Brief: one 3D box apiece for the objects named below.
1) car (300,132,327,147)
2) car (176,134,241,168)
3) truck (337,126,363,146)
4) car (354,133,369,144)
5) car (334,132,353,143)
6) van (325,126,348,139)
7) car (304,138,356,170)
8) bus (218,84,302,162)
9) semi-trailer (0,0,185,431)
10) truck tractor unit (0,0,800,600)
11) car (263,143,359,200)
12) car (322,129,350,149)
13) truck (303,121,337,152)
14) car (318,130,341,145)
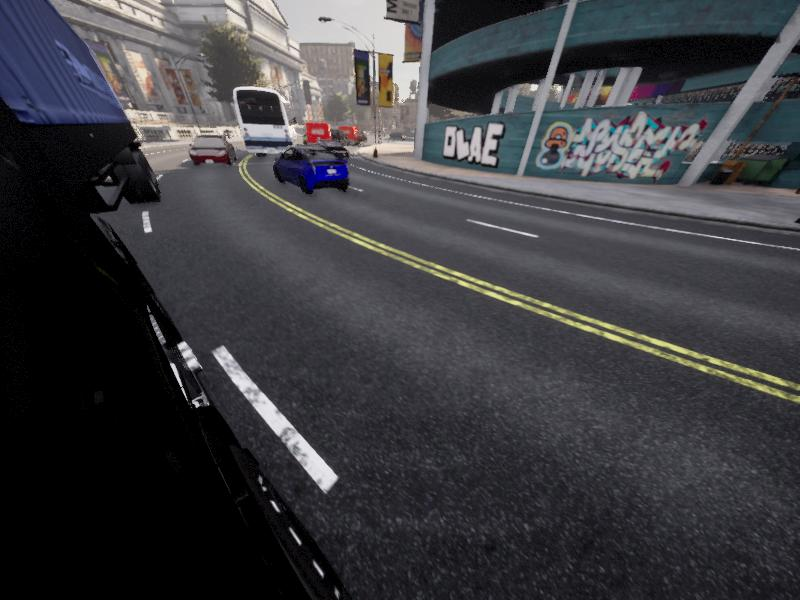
[{"bbox_3d":[-12.133,-22.780,32.723,2.007,1.525,4.514,4,36,1],"label":"car"},{"bbox_3d":[-11.949,-9.654,14.850,2.163,1.488,4.792,-13,39,-20],"label":"car"},{"bbox_3d":[-7.966,-26.895,37.819,2.627,2.467,5.204,6,36,4],"label":"truck"},{"bbox_3d":[-7.178,-30.448,43.498,1.789,1.549,3.705,6,36,4],"label":"car"},{"bbox_3d":[-10.637,-30.903,43.914,2.007,1.525,4.514,6,36,4],"label":"car"},{"bbox_3d":[-15.344,-40.797,56.350,2.351,2.431,6.366,11,37,11],"label":"van"},{"bbox_3d":[-5.070,-10.468,16.390,2.128,1.511,4.902,-17,40,-24],"label":"car"},{"bbox_3d":[-11.283,-15.355,20.345,3.944,4.253,10.273,-9,39,-15],"label":"bus"},{"bbox_3d":[-7.974,-3.987,4.866,2.717,4.402,14.254,-25,45,-32],"label":"semi-trailer"},{"bbox_3d":[-2.645,-0.295,0.351,6.516,4.208,3.053,28,44,30],"label":"truck tractor unit"},{"bbox_3d":[-3.914,-5.694,9.932,2.007,1.525,4.514,-25,44,-33],"label":"car"},{"bbox_3d":[-8.728,-22.495,32.118,2.150,2.045,5.566,4,36,2],"label":"car"},{"bbox_3d":[-8.666,-18.029,25.629,2.627,2.467,5.204,-3,35,-8],"label":"truck"},{"bbox_3d":[-11.497,-26.814,37.975,1.932,1.855,4.605,6,36,4],"label":"car"}]
